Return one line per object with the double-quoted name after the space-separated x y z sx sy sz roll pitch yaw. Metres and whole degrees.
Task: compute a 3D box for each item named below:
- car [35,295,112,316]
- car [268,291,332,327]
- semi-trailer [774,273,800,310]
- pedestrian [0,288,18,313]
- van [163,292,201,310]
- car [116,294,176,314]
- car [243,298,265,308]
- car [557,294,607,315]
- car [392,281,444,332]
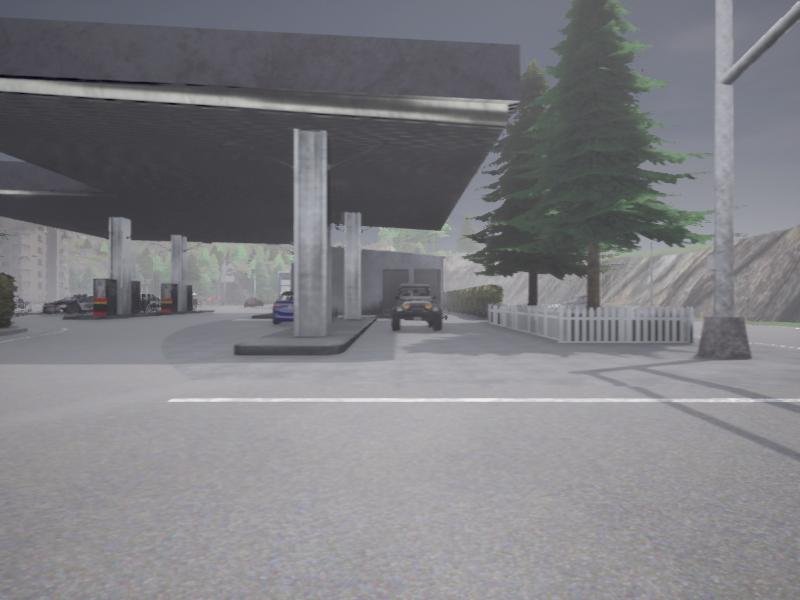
-25.725 0.385 31.772 2.038 1.542 4.974 0 0 0 "car"
-5.027 0.408 20.870 2.242 1.667 4.611 0 0 0 "car"
48.535 -0.962 43.322 2.717 4.402 14.254 0 0 0 "semi-trailer"
-29.932 0.038 30.546 0.751 1.860 0.751 0 0 -2 "pedestrian"
-25.683 0.131 47.269 2.069 2.038 4.480 0 0 0 "van"
-22.214 0.334 35.296 1.930 1.638 5.238 0 0 0 "car"
-22.149 0.418 60.959 1.816 1.474 4.193 0 0 0 "car"
15.304 0.387 33.990 2.033 1.649 4.856 0 0 0 "car"
0.649 0.248 16.551 1.905 1.878 3.866 0 0 0 "car"
